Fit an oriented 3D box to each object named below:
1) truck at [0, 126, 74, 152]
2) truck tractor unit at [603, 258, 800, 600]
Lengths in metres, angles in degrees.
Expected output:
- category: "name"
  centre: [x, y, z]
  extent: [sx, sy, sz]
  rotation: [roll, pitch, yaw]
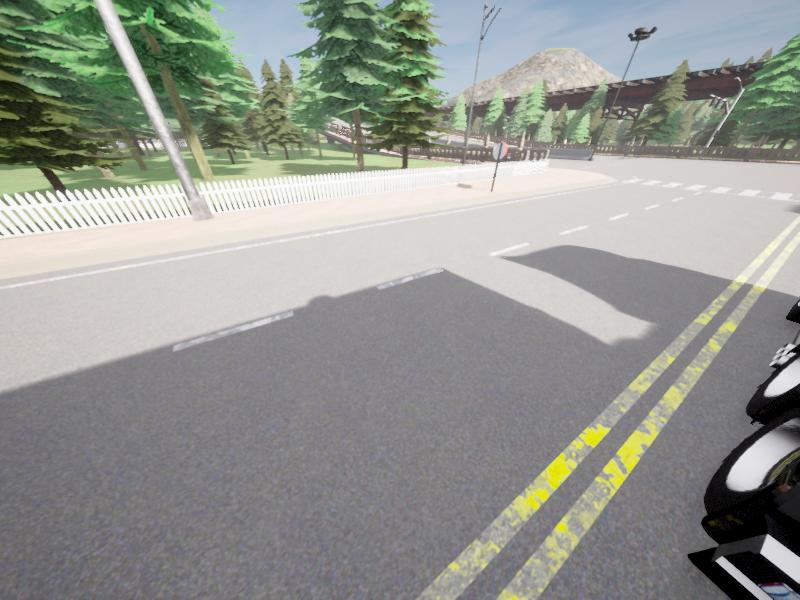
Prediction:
- category: "truck"
  centre: [-71.907, -31.347, 45.002]
  extent: [2.891, 3.827, 8.468]
  rotation: [14, 37, 18]
- category: "truck tractor unit"
  centre: [5.097, -0.316, 0.791]
  extent: [6.516, 4.208, 3.053]
  rotation: [-19, 39, -24]
